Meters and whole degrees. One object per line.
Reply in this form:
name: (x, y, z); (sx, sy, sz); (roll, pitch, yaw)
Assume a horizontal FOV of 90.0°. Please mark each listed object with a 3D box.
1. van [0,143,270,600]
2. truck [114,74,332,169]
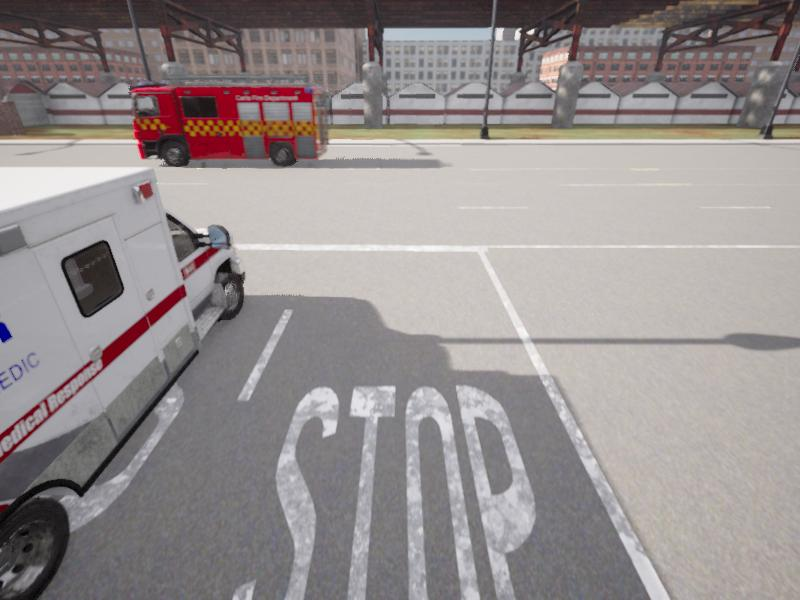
van: (-3.464, 0.281, 3.448); (2.351, 2.431, 6.366); (0, 27, 1)
truck: (-7.851, -8.483, 19.040); (8.468, 3.827, 2.891); (0, 27, 0)
